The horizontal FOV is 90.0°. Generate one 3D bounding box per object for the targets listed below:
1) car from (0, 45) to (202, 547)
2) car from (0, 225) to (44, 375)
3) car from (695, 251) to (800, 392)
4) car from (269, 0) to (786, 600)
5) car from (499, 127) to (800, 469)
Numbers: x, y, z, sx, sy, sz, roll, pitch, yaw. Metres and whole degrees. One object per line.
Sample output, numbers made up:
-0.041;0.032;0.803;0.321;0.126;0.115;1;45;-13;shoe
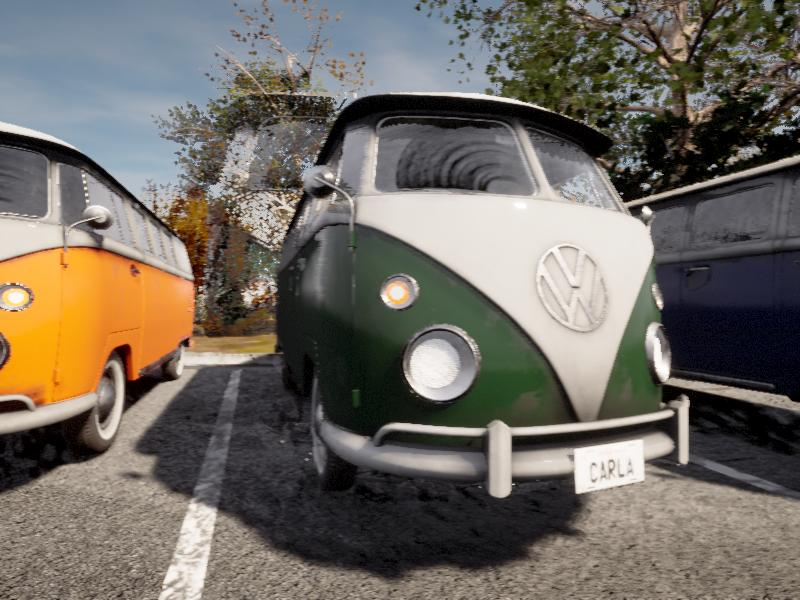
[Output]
-3.031;0.000;3.422;1.878;1.987;4.442;1;-1;-20;car
-6.061;-0.025;3.560;2.435;2.045;5.566;0;-1;-20;car
5.923;0.227;3.350;1.946;1.575;5.366;1;-1;-20;car
-0.053;0.001;3.422;1.878;1.987;4.442;1;-1;-20;car
2.925;0.003;3.422;1.878;1.987;4.442;1;-1;-20;car
